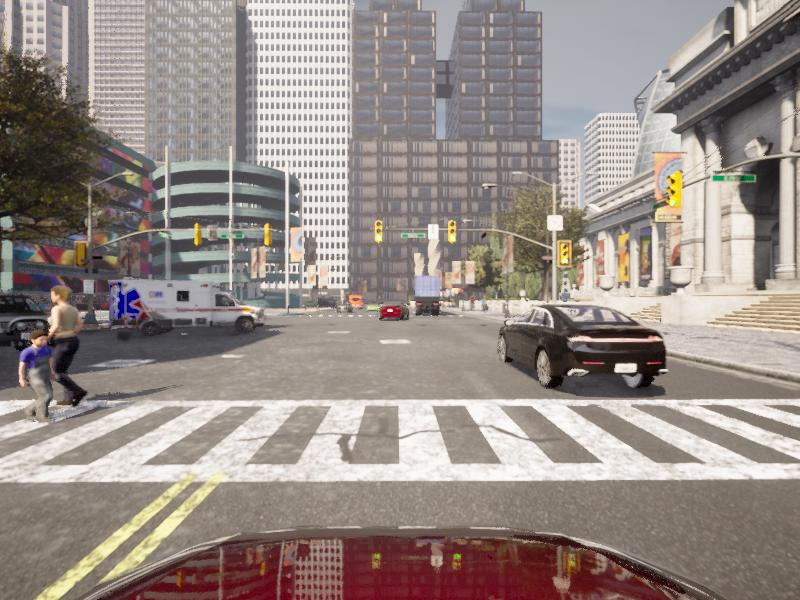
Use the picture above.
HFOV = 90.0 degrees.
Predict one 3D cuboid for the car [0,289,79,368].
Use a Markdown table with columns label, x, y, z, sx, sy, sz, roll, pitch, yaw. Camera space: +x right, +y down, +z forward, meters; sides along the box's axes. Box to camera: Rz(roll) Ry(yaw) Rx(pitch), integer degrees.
| label | x | y | z | sx | sy | sz | roll | pitch | yaw |
| --- | --- | --- | --- | --- | --- | --- | --- | --- | --- |
| car | -11.123 | 0.661 | 11.141 | 4.605 | 1.855 | 1.932 | 0 | 0 | 31 |

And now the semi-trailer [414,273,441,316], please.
| label | x | y | z | sx | sy | sz | roll | pitch | yaw |
| --- | --- | --- | --- | --- | --- | --- | --- | --- | --- |
| semi-trailer | 3.112 | -0.586 | 47.647 | 2.717 | 4.402 | 14.254 | 0 | 0 | 3 |

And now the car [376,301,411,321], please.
| label | x | y | z | sx | sy | sz | roll | pitch | yaw |
| --- | --- | --- | --- | --- | --- | --- | --- | --- | --- |
| car | -0.453 | 0.879 | 33.477 | 2.163 | 1.488 | 4.792 | 0 | 0 | 8 |

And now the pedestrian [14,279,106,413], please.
| label | x | y | z | sx | sy | sz | roll | pitch | yaw |
| --- | --- | --- | --- | --- | --- | --- | --- | --- | --- |
| pedestrian | -5.007 | 0.642 | 5.946 | 0.751 | 1.860 | 0.751 | 0 | 0 | -4 |

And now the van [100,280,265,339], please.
| label | x | y | z | sx | sy | sz | roll | pitch | yaw |
| --- | --- | --- | --- | --- | --- | --- | --- | --- | --- |
| van | -9.715 | 0.394 | 18.619 | 6.366 | 2.431 | 2.351 | 0 | 0 | -16 |

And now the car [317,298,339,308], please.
| label | x | y | z | sx | sy | sz | roll | pitch | yaw |
| --- | --- | --- | --- | --- | --- | --- | --- | --- | --- |
| car | -15.875 | 0.638 | 87.774 | 2.150 | 2.045 | 5.566 | 0 | 0 | -42 |

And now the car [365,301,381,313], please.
| label | x | y | z | sx | sy | sz | roll | pitch | yaw |
| --- | --- | --- | --- | --- | --- | --- | --- | --- | --- |
| car | -3.627 | 0.873 | 54.338 | 2.007 | 1.525 | 4.514 | 0 | 0 | -1 |

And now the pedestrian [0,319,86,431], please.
| label | x | y | z | sx | sy | sz | roll | pitch | yaw |
| --- | --- | --- | --- | --- | --- | --- | --- | --- | --- |
| pedestrian | -4.773 | 0.922 | 5.215 | 0.751 | 1.300 | 0.751 | 0 | 0 | 4 |

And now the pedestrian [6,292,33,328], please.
| label | x | y | z | sx | sy | sz | roll | pitch | yaw |
| --- | --- | --- | --- | --- | --- | --- | --- | --- | --- |
| pedestrian | -19.683 | 0.510 | 20.703 | 0.751 | 1.860 | 0.751 | 0 | 0 | -14 |

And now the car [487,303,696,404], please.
| label | x | y | z | sx | sy | sz | roll | pitch | yaw |
| --- | --- | --- | --- | --- | --- | --- | --- | --- | --- |
| car | 3.480 | 0.843 | 8.605 | 2.128 | 1.511 | 4.902 | 0 | 0 | 0 |

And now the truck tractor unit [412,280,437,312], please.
| label | x | y | z | sx | sy | sz | roll | pitch | yaw |
| --- | --- | --- | --- | --- | --- | --- | --- | --- | --- |
| truck tractor unit | 3.366 | -0.486 | 55.564 | 3.053 | 4.208 | 6.516 | 0 | 0 | 0 |

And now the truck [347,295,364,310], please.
| label | x | y | z | sx | sy | sz | roll | pitch | yaw |
| --- | --- | --- | --- | --- | --- | --- | --- | --- | --- |
| truck | -7.494 | 0.412 | 68.047 | 2.627 | 2.467 | 5.204 | 1 | 0 | -5 |

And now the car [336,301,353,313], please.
| label | x | y | z | sx | sy | sz | roll | pitch | yaw |
| --- | --- | --- | --- | --- | --- | --- | --- | --- | --- |
| car | -7.121 | 0.857 | 51.539 | 1.789 | 1.549 | 3.705 | 0 | 0 | 0 |

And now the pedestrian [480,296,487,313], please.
| label | x | y | z | sx | sy | sz | roll | pitch | yaw |
| --- | --- | --- | --- | --- | --- | --- | --- | --- | --- |
| pedestrian | 9.586 | 0.523 | 45.897 | 0.751 | 1.860 | 0.751 | 0 | 0 | 14 |
